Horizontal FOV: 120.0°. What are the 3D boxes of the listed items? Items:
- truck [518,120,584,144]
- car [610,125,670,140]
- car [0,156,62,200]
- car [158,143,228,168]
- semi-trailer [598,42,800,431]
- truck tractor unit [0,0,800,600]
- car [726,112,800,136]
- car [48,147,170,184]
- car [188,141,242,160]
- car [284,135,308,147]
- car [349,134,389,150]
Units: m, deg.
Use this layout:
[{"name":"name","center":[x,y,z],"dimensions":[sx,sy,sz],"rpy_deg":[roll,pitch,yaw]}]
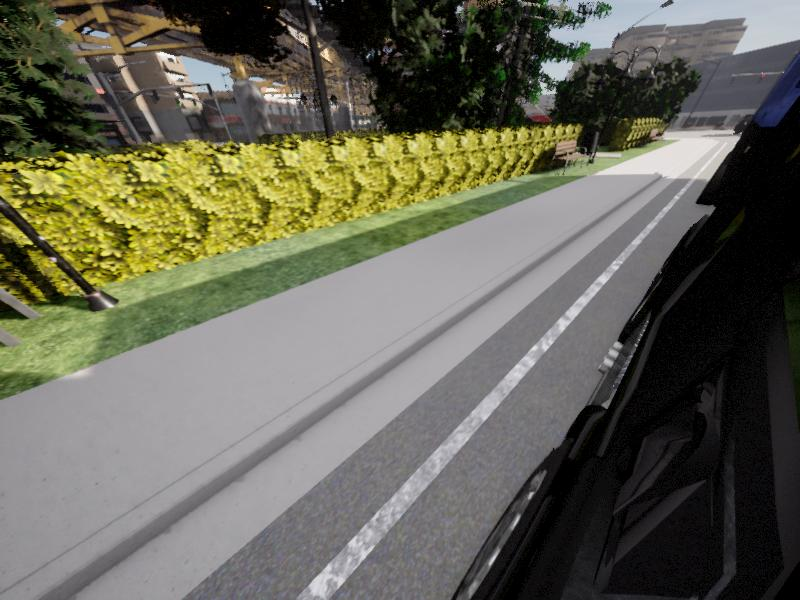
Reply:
[{"name":"truck","center":[18.687,-21.058,29.000],"dimensions":[6.274,2.098,2.390],"rpy_deg":[2,37,6]},{"name":"car","center":[29.030,-20.331,28.094],"dimensions":[4.718,1.301,1.895],"rpy_deg":[3,37,7]},{"name":"car","center":[-20.833,-5.540,10.905],"dimensions":[1.930,1.638,5.238],"rpy_deg":[2,37,5]},{"name":"car","center":[-19.509,-13.941,22.175],"dimensions":[2.038,1.542,4.974],"rpy_deg":[2,37,5]},{"name":"semi-trailer","center":[8.691,-3.599,4.251],"dimensions":[14.254,4.402,2.717],"rpy_deg":[-28,44,-30]},{"name":"truck tractor unit","center":[2.645,-0.295,0.351],"dimensions":[6.516,4.208,3.053],"rpy_deg":[-28,44,-30]},{"name":"car","center":[43.503,-21.056,27.616],"dimensions":[5.566,2.045,2.150],"rpy_deg":[-7,37,-6]},{"name":"car","center":[-20.152,-9.735,16.501],"dimensions":[2.152,1.651,5.027],"rpy_deg":[2,37,5]},{"name":"car","center":[-22.234,-18.214,28.100],"dimensions":[2.163,1.488,4.792],"rpy_deg":[5,37,10]},{"name":"car","center":[-20.304,-31.270,45.343],"dimensions":[1.930,1.638,5.238],"rpy_deg":[2,37,6]},{"name":"car","center":[-4.168,-21.629,31.593],"dimensions":[4.902,1.511,2.128],"rpy_deg":[3,37,7]}]
